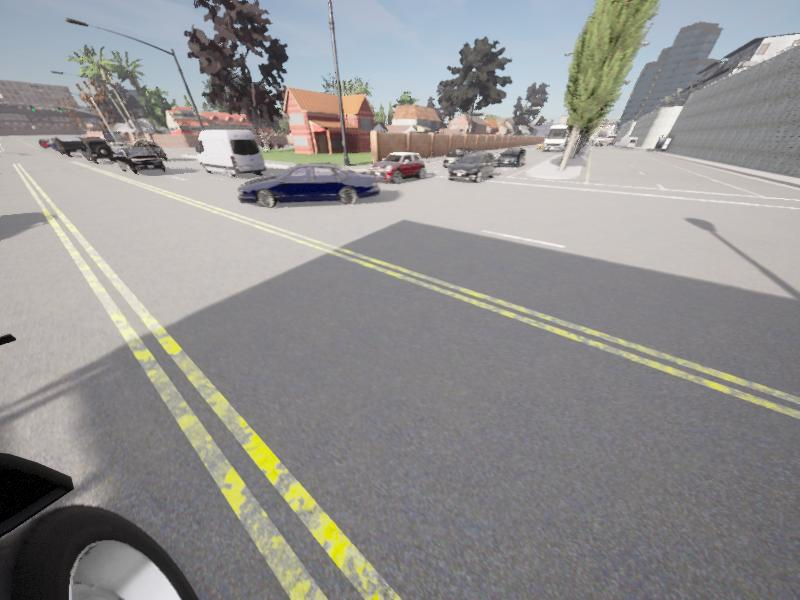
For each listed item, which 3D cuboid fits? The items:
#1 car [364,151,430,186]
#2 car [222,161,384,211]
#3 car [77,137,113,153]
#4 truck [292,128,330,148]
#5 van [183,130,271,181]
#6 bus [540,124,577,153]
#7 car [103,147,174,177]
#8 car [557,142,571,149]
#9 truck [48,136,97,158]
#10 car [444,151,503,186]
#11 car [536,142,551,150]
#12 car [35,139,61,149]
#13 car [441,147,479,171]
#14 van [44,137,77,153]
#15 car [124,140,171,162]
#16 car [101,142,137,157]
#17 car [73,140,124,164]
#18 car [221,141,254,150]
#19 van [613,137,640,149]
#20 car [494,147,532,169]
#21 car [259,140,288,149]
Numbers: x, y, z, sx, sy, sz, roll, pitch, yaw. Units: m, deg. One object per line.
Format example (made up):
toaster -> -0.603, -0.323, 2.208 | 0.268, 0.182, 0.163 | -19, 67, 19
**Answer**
car -> -0.102, -8.195, 14.247 | 1.970, 1.475, 3.806 | 26, 42, 31
car -> -3.475, -4.692, 9.324 | 5.357, 1.411, 2.033 | -6, 36, -9
car -> -49.538, -25.243, 37.479 | 5.566, 2.045, 2.150 | 22, 41, 28
truck -> -22.195, -40.833, 58.316 | 2.891, 3.827, 8.468 | 21, 40, 27
van -> -11.781, -9.949, 15.716 | 5.915, 2.561, 1.988 | 23, 41, 28
bus -> 31.131, -31.575, 45.256 | 3.944, 4.253, 10.273 | 22, 40, 27
car -> -19.059, -10.149, 16.832 | 4.902, 1.511, 2.128 | 22, 41, 28
car -> 42.476, -40.063, 59.807 | 2.128, 1.511, 4.902 | 22, 41, 27
truck -> -42.405, -19.888, 29.933 | 6.274, 2.098, 2.390 | 22, 41, 28
car -> 4.809, -8.557, 14.787 | 1.837, 1.490, 4.892 | 22, 40, 28
car -> 34.059, -36.616, 54.782 | 1.882, 1.535, 5.008 | 22, 40, 27
car -> -67.665, -30.045, 44.378 | 4.514, 1.525, 2.007 | 23, 41, 27
car -> 5.332, -12.571, 20.434 | 1.789, 1.549, 3.705 | 22, 40, 27
van -> -52.285, -23.875, 35.571 | 4.442, 1.987, 1.775 | 22, 41, 28
car -> -26.996, -15.976, 24.704 | 4.605, 1.855, 1.932 | 21, 40, 28
car -> -37.458, -20.081, 30.791 | 3.806, 1.475, 1.970 | 22, 41, 28
car -> -29.746, -14.653, 22.802 | 3.866, 1.878, 1.905 | 22, 41, 28
car -> -32.451, -30.993, 46.299 | 1.837, 1.490, 4.892 | 21, 40, 27
van -> 60.946, -42.479, 62.442 | 1.988, 2.561, 5.915 | 6, 37, 8
car -> 10.673, -13.464, 21.765 | 2.007, 1.525, 4.514 | 22, 40, 27
car -> -28.197, -34.717, 51.503 | 2.152, 1.651, 5.027 | 21, 40, 27
